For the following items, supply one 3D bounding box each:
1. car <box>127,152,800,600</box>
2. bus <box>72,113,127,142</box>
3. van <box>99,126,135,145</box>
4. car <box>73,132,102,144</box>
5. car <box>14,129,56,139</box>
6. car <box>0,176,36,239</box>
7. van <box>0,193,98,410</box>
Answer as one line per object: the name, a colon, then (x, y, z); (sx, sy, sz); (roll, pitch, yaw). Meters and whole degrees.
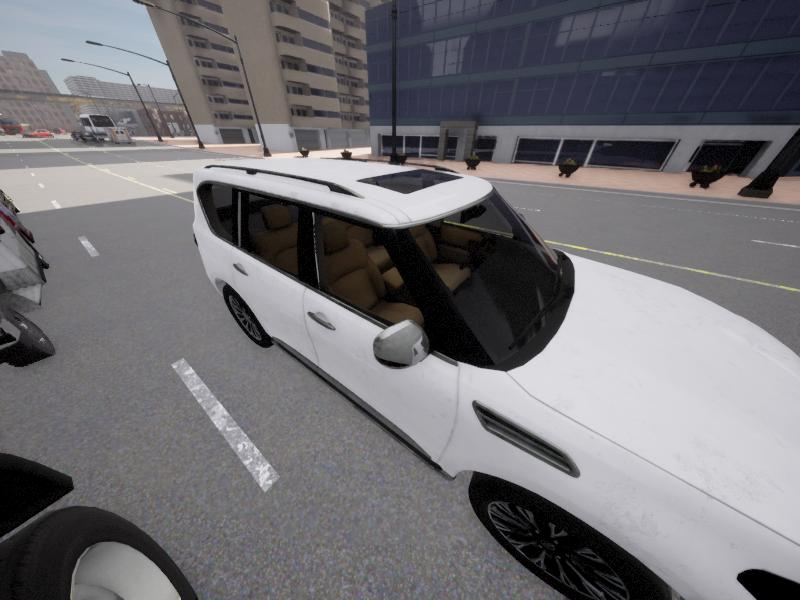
car: (-0.021, -0.211, 2.438); (5.566, 2.045, 2.150); (23, 41, 28)
bus: (-60.728, -34.802, 46.656); (10.273, 4.253, 3.944); (24, 41, 27)
van: (-51.771, -30.140, 42.301); (6.366, 2.431, 2.351); (24, 42, 27)
car: (-56.382, -29.256, 41.685); (4.902, 1.511, 2.128); (24, 42, 27)
car: (-77.676, -35.524, 49.307); (2.242, 1.667, 4.611); (-6, 37, -10)
car: (-12.933, -2.856, 6.570); (4.902, 1.511, 2.128); (23, 41, 28)
van: (-6.908, -0.729, 2.803); (6.366, 2.431, 2.351); (22, 41, 28)
